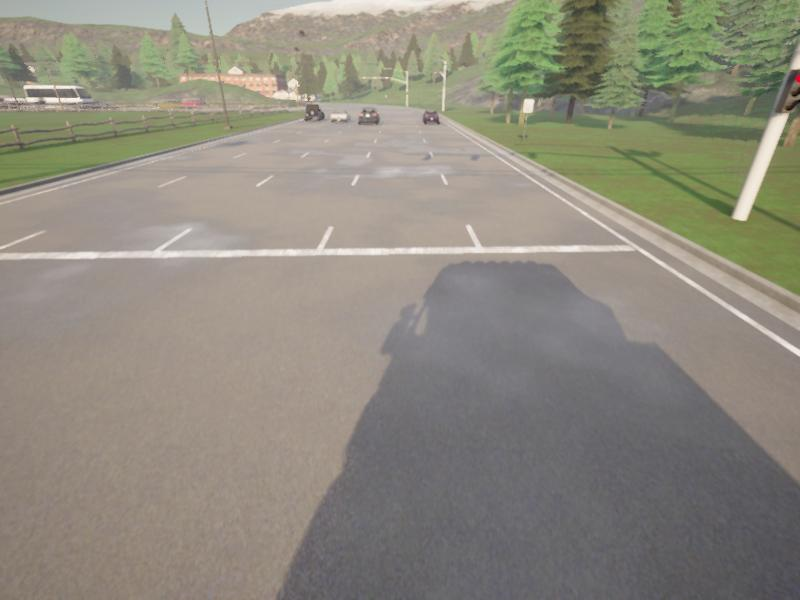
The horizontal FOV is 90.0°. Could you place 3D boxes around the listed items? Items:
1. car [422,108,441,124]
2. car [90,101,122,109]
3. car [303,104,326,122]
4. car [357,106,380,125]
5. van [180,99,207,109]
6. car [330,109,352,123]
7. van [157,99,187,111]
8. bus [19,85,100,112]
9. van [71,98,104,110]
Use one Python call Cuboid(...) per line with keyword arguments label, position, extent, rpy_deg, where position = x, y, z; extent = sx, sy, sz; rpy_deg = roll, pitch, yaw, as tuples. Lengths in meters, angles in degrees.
Cuboid(label="car", position=(3.511, -21.081, 45.848), extent=(1.816, 1.474, 4.193), rpy_deg=(0, 27, 0))
Cuboid(label="car", position=(-61.438, -40.724, 83.666), extent=(4.792, 1.488, 2.163), rpy_deg=(0, 27, -1))
Cuboid(label="car", position=(-10.486, -23.012, 49.083), extent=(1.905, 1.878, 3.866), rpy_deg=(0, 27, 0))
Cuboid(label="car", position=(-3.487, -20.972, 45.398), extent=(2.242, 1.667, 4.611), rpy_deg=(0, 27, 0))
Cuboid(label="van", position=(-44.806, -42.617, 86.837), extent=(4.442, 1.987, 1.775), rpy_deg=(0, 27, -1))
Cuboid(label="car", position=(-6.989, -21.835, 47.467), extent=(1.895, 1.301, 4.718), rpy_deg=(0, 27, 0))
Cuboid(label="van", position=(-44.112, -37.803, 77.513), extent=(4.442, 1.987, 1.775), rpy_deg=(0, 27, -1))
Cuboid(label="bus", position=(-62.490, -37.196, 73.793), extent=(10.273, 4.253, 3.944), rpy_deg=(0, 27, -1))
Cuboid(label="van", position=(-62.705, -39.362, 80.415), extent=(4.480, 2.038, 2.069), rpy_deg=(0, 27, -1))
